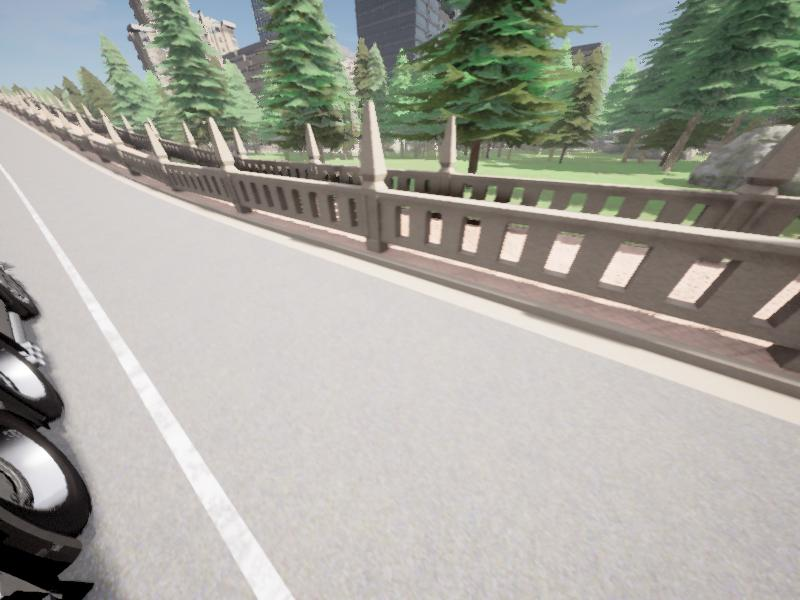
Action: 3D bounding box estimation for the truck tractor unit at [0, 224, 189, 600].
[{"bbox_3d":[-5.046,-0.357,0.881,6.516,4.208,3.053,21,40,27],"label":"truck tractor unit"}]
